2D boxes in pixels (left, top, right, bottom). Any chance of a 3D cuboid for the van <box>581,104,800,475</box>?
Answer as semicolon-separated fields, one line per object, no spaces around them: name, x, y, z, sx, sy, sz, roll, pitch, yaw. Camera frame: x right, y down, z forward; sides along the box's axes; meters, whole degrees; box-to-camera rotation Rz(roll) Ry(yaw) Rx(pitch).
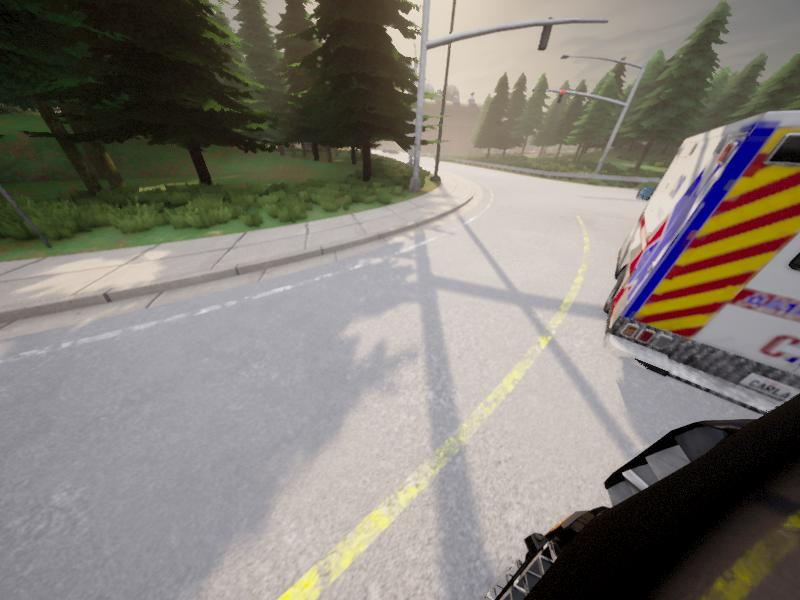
van;5.152;-0.981;3.477;2.351;2.431;6.366;27;41;32

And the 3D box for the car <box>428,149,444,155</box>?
car;12.215;-49.947;77.916;4.856;1.649;2.033;-6;35;-12
